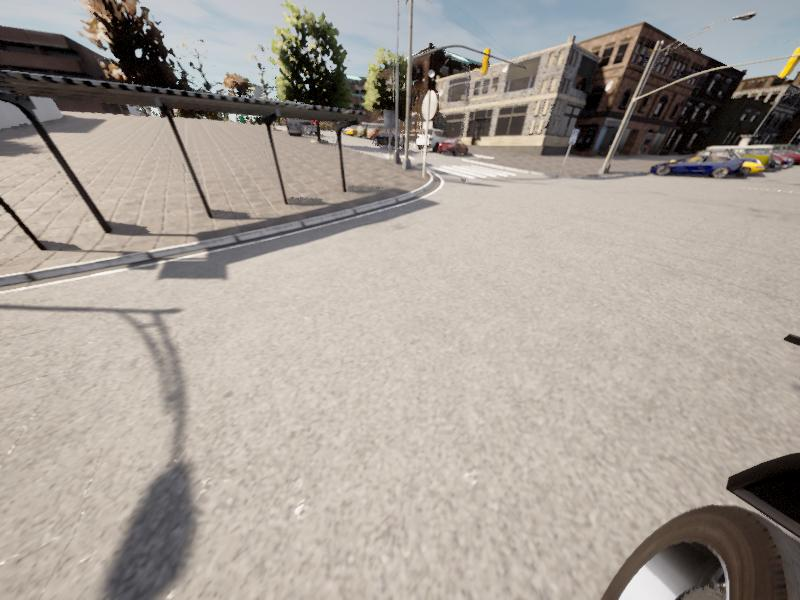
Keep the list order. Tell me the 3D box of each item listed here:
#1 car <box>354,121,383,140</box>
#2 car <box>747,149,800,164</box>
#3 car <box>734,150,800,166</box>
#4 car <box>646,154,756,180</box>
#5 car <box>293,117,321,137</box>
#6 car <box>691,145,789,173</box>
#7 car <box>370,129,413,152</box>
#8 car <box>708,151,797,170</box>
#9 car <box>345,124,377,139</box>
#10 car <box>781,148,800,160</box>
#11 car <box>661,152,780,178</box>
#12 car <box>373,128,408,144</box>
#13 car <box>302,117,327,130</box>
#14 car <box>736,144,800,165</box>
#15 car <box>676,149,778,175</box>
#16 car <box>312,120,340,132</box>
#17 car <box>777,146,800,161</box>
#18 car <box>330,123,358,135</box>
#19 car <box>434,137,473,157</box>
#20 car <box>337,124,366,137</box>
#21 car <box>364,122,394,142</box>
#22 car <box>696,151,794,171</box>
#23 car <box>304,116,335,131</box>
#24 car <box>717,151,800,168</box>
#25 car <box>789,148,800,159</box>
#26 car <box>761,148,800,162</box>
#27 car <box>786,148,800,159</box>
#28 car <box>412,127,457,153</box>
[{"bbox_3d":[-4.727,-25.809,35.317,1.878,1.987,4.442,27,41,25],"label":"car"},{"bbox_3d":[49.408,-18.469,29.661,5.008,1.535,2.097,27,42,35],"label":"car"},{"bbox_3d":[44.028,-16.876,27.402,4.674,1.452,2.002,26,42,35],"label":"car"},{"bbox_3d":[22.802,-10.414,17.942,4.792,1.488,2.163,24,41,33],"label":"car"},{"bbox_3d":[-12.922,-24.035,32.066,1.932,1.855,4.605,-20,44,-30],"label":"car"},{"bbox_3d":[30.816,-13.022,21.290,4.442,1.987,1.878,25,41,33],"label":"car"},{"bbox_3d":[-1.035,-16.759,24.252,2.128,1.511,4.902,-20,44,-30],"label":"car"},{"bbox_3d":[36.024,-14.478,23.895,4.674,1.452,2.002,25,41,34],"label":"car"},{"bbox_3d":[-6.300,-27.374,37.558,1.946,1.575,5.366,26,41,25],"label":"car"},{"bbox_3d":[63.003,-22.188,35.091,4.892,1.521,2.231,28,43,37],"label":"car"},{"bbox_3d":[25.613,-11.134,18.917,5.366,1.575,1.946,24,40,33],"label":"car"},{"bbox_3d":[-1.240,-22.472,31.734,2.231,1.521,4.892,26,41,25],"label":"car"},{"bbox_3d":[-18.617,-38.559,50.551,2.185,1.767,4.553,25,40,24],"label":"car"},{"bbox_3d":[46.737,-17.896,28.376,5.566,2.045,2.435,26,41,35],"label":"car"},{"bbox_3d":[28.071,-12.155,20.204,4.553,1.767,2.185,24,40,33],"label":"car"},{"bbox_3d":[-14.974,-35.364,47.003,1.946,1.575,5.366,25,41,24],"label":"car"},{"bbox_3d":[60.276,-21.559,33.949,4.553,1.767,2.185,28,43,36],"label":"car"},{"bbox_3d":[-9.871,-30.461,41.247,2.002,1.452,4.674,26,41,25],"label":"car"},{"bbox_3d":[5.657,-16.036,24.179,2.002,1.452,4.674,26,41,25],"label":"car"},{"bbox_3d":[-8.130,-28.860,39.356,2.002,1.452,4.674,26,41,25],"label":"car"},{"bbox_3d":[-2.999,-24.204,33.417,1.878,1.987,4.442,26,41,25],"label":"car"},{"bbox_3d":[33.368,-13.700,22.689,4.892,1.521,2.231,25,41,34],"label":"car"},{"bbox_3d":[-16.825,-37.057,48.588,2.435,2.045,5.566,26,41,24],"label":"car"},{"bbox_3d":[38.684,-15.290,25.084,4.674,1.452,2.002,25,41,34],"label":"car"},{"bbox_3d":[68.335,-23.702,37.299,1.946,1.575,5.366,-29,42,-36],"label":"car"},{"bbox_3d":[54.821,-19.980,31.867,5.008,1.535,2.097,27,42,36],"label":"car"},{"bbox_3d":[65.730,-22.922,36.159,5.008,1.535,2.097,28,42,37],"label":"car"},{"bbox_3d":[3.967,-17.882,25.917,2.435,2.045,5.566,26,41,25],"label":"car"}]
